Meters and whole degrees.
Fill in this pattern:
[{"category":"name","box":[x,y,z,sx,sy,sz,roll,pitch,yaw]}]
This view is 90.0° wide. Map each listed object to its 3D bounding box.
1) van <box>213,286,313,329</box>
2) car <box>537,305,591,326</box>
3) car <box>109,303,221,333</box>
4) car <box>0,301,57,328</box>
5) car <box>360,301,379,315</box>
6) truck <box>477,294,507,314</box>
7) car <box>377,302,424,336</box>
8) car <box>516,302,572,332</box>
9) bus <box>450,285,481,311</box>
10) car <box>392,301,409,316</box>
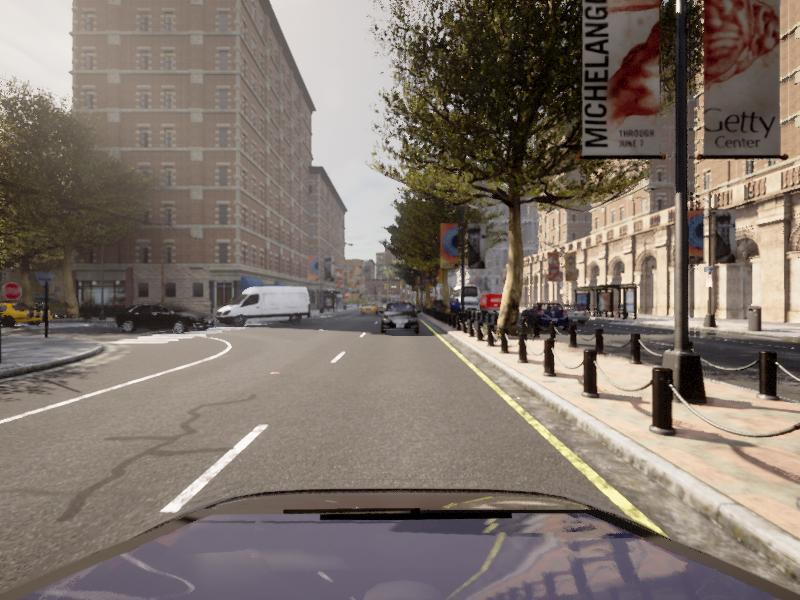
[{"category":"van","box":[-9.002,0.389,26.656,5.915,2.561,1.988,-1,1,-39]},{"category":"car","box":[11.512,1.021,28.461,1.895,1.301,4.718,0,0,0]},{"category":"car","box":[-12.094,0.904,20.705,4.892,1.490,1.837,-1,0,9]},{"category":"car","box":[-24.555,0.869,24.555,5.366,1.575,1.801,0,0,-1]},{"category":"car","box":[-3.478,0.927,46.704,1.801,1.575,5.366,0,0,0]},{"category":"truck","box":[11.523,0.491,50.440,2.627,2.467,5.204,0,0,0]},{"category":"car","box":[0.007,0.892,20.473,2.128,1.511,4.902,0,0,0]},{"category":"car","box":[8.012,0.889,22.596,1.845,1.501,3.633,0,0,0]},{"category":"bus","box":[11.410,-0.347,71.000,3.944,4.253,10.273,0,0,0]},{"category":"car","box":[0.017,0.911,45.971,1.851,1.617,3.988,0,0,0]}]
